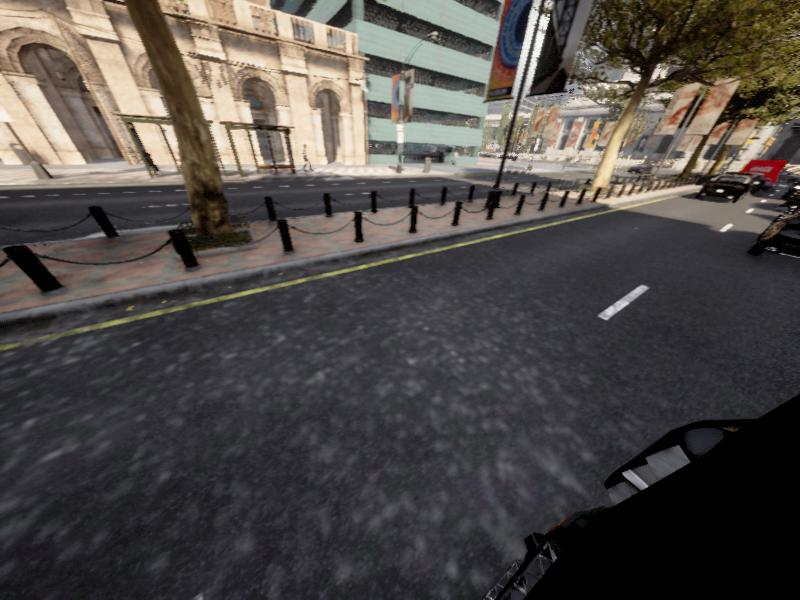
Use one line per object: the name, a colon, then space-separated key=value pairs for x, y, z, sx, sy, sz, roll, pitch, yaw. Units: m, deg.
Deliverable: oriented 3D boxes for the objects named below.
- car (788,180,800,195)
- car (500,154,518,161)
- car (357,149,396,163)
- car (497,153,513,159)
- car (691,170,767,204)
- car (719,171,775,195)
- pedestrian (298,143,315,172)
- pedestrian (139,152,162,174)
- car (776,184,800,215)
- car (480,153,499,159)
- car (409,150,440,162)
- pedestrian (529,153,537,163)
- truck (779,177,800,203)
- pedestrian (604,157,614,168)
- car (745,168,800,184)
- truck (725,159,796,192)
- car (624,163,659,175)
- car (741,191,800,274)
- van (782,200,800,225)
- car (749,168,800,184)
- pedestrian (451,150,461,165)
car: x=37.868 y=-10.436 z=20.943 sx=4.902 sy=1.511 sz=2.128 roll=-18 pitch=39 yaw=-28
car: x=31.350 y=-41.276 z=66.746 sx=1.994 sy=1.385 sz=4.181 roll=-18 pitch=39 yaw=-28
car: x=-3.173 y=-19.835 z=31.884 sx=4.786 sy=1.482 sz=2.161 roll=-18 pitch=39 yaw=-28
car: x=33.728 y=-46.084 z=74.118 sx=1.994 sy=1.385 sz=4.181 roll=-23 pitch=41 yaw=-33
car: x=22.467 y=-7.790 z=15.744 sx=5.238 sy=1.638 sz=1.930 roll=-18 pitch=39 yaw=-28
car: x=30.310 y=-10.274 z=20.182 sx=3.806 sy=1.475 sz=1.970 roll=-18 pitch=39 yaw=-28
pedestrian: x=-7.199 y=-10.931 z=17.771 sx=0.751 sy=1.860 sz=0.751 roll=-18 pitch=39 yaw=-28
pedestrian: x=-14.772 y=-8.119 z=13.696 sx=0.500 sy=1.100 sz=0.500 roll=-19 pitch=39 yaw=-29
car: x=23.265 y=-5.735 z=12.726 sx=5.238 sy=1.638 sz=1.930 roll=-18 pitch=39 yaw=-28
car: x=28.692 y=-46.480 z=74.328 sx=2.033 sy=1.411 sz=5.357 roll=-26 pitch=43 yaw=-36
car: x=4.312 y=-25.037 z=40.144 sx=4.902 sy=1.511 sz=2.128 roll=-18 pitch=39 yaw=-28
pedestrian: x=29.780 y=-31.799 z=51.704 sx=0.751 sy=1.860 sz=0.751 roll=-13 pitch=37 yaw=-22
truck: x=30.635 y=-8.322 z=16.722 sx=6.274 sy=2.098 sz=2.390 roll=-18 pitch=39 yaw=-28
pedestrian: x=46.167 y=-30.332 z=50.974 sx=0.751 sy=1.860 sz=0.751 roll=-15 pitch=38 yaw=-25
car: x=59.348 y=-19.664 z=36.476 sx=2.152 sy=1.651 sz=5.027 roll=-18 pitch=39 yaw=-28
truck: x=35.796 y=-12.468 z=22.971 sx=5.204 sy=2.467 sz=2.627 roll=-18 pitch=39 yaw=-28
car: x=36.864 y=-19.988 z=35.275 sx=5.357 sy=1.411 sz=2.033 roll=-18 pitch=39 yaw=-28
car: x=11.703 y=-1.912 z=6.293 sx=4.892 sy=1.490 sz=1.837 roll=-18 pitch=39 yaw=-28
van: x=17.947 y=-3.358 z=8.420 sx=2.069 sy=2.038 sz=4.480 roll=21 pitch=38 yaw=26
car: x=56.618 y=-18.606 z=34.517 sx=2.242 sy=1.667 sz=4.611 roll=-18 pitch=39 yaw=-28
pedestrian: x=7.938 y=-20.212 z=32.767 sx=0.751 sy=1.860 sz=0.751 roll=28 pitch=41 yaw=32
